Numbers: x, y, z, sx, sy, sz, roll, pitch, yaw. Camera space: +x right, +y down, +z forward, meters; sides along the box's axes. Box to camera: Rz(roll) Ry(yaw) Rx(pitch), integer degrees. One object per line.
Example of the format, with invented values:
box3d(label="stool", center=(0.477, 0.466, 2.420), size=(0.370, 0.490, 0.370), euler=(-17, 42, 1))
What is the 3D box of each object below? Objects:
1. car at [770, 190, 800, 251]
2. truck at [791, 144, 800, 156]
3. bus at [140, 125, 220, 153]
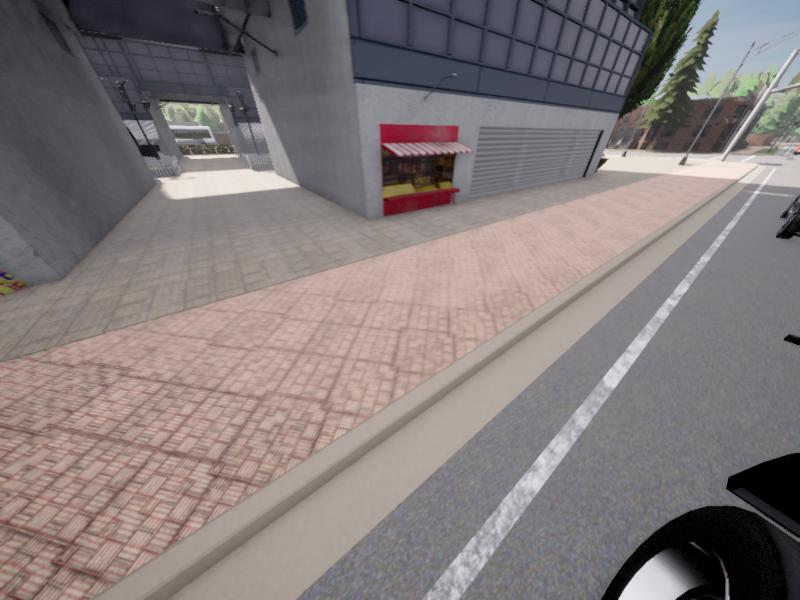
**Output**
box3d(label="car", center=(11.934, -2.445, 5.893), size=(5.238, 1.638, 1.930), euler=(-22, 41, -28))
box3d(label="truck", center=(57.982, -21.667, 32.188), size=(5.204, 2.467, 2.627), euler=(-22, 41, -28))
box3d(label="bus", center=(-42.317, -31.501, 45.255), size=(10.273, 4.253, 3.944), euler=(-22, 40, -28))
